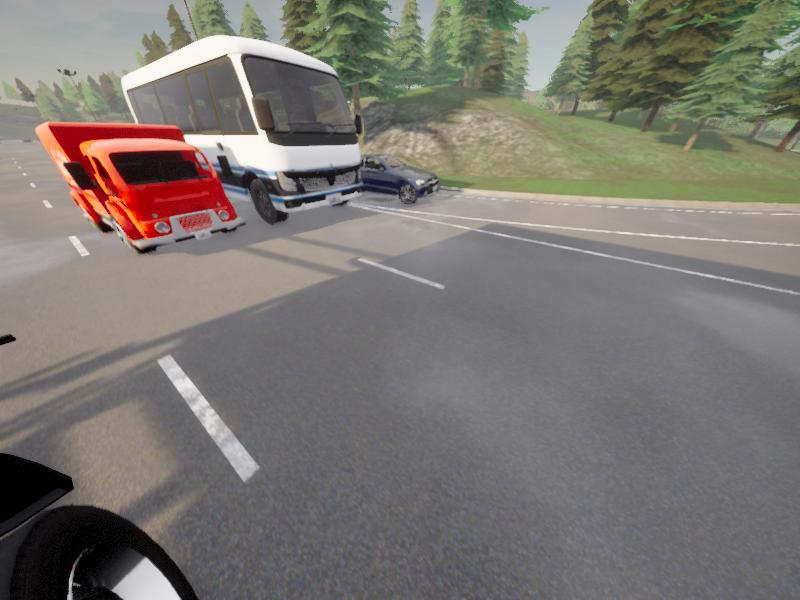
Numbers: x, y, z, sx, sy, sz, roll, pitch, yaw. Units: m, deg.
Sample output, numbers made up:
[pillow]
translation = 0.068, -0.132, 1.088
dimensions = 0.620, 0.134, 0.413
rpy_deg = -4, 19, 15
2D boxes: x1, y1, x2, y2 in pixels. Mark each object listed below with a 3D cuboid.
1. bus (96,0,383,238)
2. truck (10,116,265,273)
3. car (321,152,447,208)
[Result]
[bus]
translation = -5.966, -6.041, 8.734
dimensions = 10.273, 4.253, 3.944
rpy_deg = 22, 41, 28
[truck]
translation = -6.612, -3.027, 6.000
dimensions = 5.204, 2.467, 2.627
rpy_deg = 22, 41, 28
[car]
translation = -0.747, -5.548, 10.361
dimensions = 5.027, 1.651, 2.152
rpy_deg = 18, 39, 24
